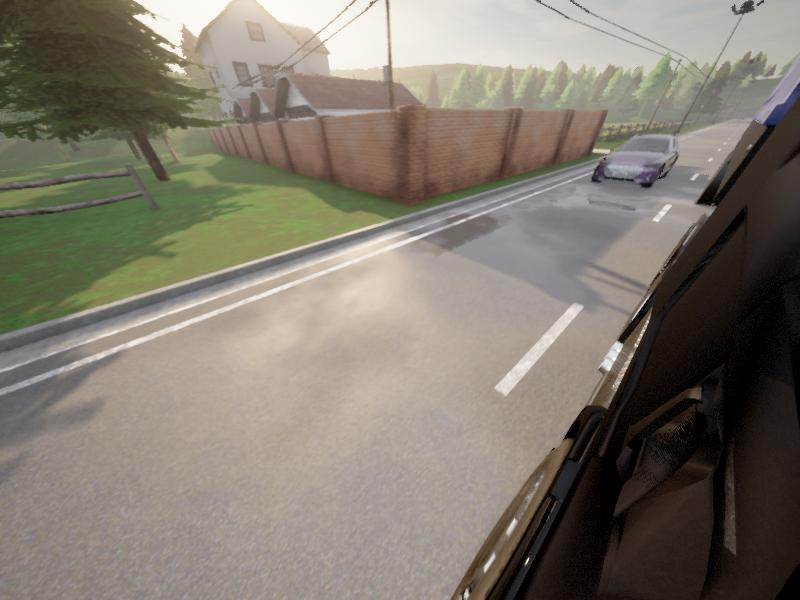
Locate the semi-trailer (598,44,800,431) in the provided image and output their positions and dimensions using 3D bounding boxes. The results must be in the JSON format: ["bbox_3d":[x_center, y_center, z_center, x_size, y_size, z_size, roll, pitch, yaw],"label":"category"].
[{"bbox_3d":[8.703,-3.580,4.254,14.254,4.402,2.717,-28,44,-30],"label":"semi-trailer"}]

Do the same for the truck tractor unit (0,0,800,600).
[{"bbox_3d":[2.645,-0.295,0.352,6.516,4.208,3.053,-28,44,-30],"label":"truck tractor unit"}]

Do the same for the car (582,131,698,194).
[{"bbox_3d":[9.931,-5.840,9.523,4.856,1.649,2.033,-28,44,-30],"label":"car"}]
